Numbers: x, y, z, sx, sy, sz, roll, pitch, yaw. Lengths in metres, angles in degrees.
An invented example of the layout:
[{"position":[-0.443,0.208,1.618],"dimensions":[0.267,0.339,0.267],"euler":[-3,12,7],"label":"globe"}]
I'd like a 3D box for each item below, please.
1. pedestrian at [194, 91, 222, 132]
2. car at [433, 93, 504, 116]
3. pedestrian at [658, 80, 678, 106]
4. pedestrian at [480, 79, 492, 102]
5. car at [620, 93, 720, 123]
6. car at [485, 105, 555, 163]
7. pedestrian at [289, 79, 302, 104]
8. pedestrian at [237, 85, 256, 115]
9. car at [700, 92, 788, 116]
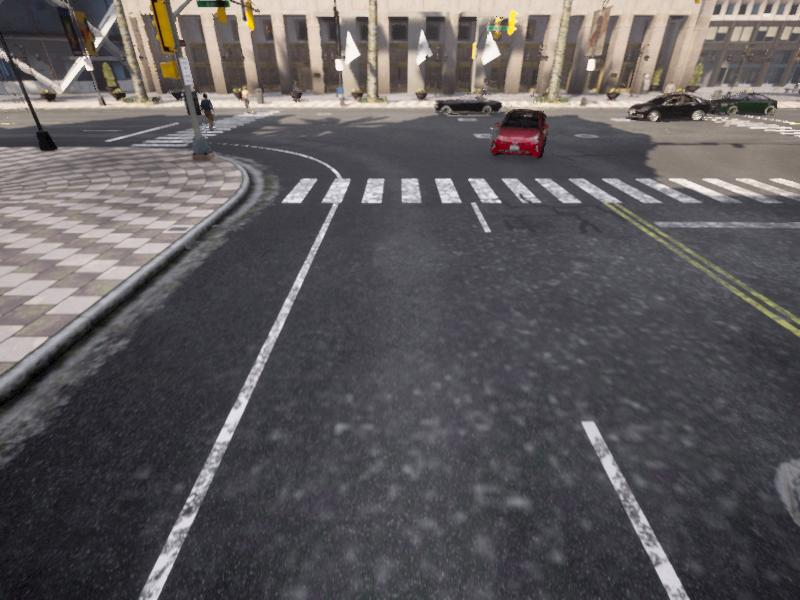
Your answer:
[{"position":[-10.052,-9.867,20.973],"dimensions":[0.751,1.860,0.751],"euler":[-1,30,-2],"label":"pedestrian"},{"position":[4.793,-14.069,28.765],"dimensions":[4.718,1.301,1.895],"euler":[0,30,0],"label":"car"},{"position":[22.138,-17.078,33.006],"dimensions":[0.751,1.860,0.751],"euler":[24,38,35],"label":"pedestrian"},{"position":[7.775,-18.976,36.246],"dimensions":[0.751,1.860,0.751],"euler":[3,30,5],"label":"pedestrian"},{"position":[16.999,-12.169,25.320],"dimensions":[4.892,1.490,1.837],"euler":[-4,30,-5],"label":"car"},{"position":[4.936,-6.817,16.140],"dimensions":[2.007,1.525,4.514],"euler":[11,32,18],"label":"car"},{"position":[-9.055,-18.129,34.795],"dimensions":[0.751,1.860,0.751],"euler":[-12,32,-19],"label":"pedestrian"},{"position":[-10.830,-14.129,28.258],"dimensions":[0.751,1.860,0.751],"euler":[2,30,3],"label":"pedestrian"},{"position":[24.493,-14.035,28.636],"dimensions":[4.181,1.385,1.994],"euler":[0,30,0],"label":"car"}]
